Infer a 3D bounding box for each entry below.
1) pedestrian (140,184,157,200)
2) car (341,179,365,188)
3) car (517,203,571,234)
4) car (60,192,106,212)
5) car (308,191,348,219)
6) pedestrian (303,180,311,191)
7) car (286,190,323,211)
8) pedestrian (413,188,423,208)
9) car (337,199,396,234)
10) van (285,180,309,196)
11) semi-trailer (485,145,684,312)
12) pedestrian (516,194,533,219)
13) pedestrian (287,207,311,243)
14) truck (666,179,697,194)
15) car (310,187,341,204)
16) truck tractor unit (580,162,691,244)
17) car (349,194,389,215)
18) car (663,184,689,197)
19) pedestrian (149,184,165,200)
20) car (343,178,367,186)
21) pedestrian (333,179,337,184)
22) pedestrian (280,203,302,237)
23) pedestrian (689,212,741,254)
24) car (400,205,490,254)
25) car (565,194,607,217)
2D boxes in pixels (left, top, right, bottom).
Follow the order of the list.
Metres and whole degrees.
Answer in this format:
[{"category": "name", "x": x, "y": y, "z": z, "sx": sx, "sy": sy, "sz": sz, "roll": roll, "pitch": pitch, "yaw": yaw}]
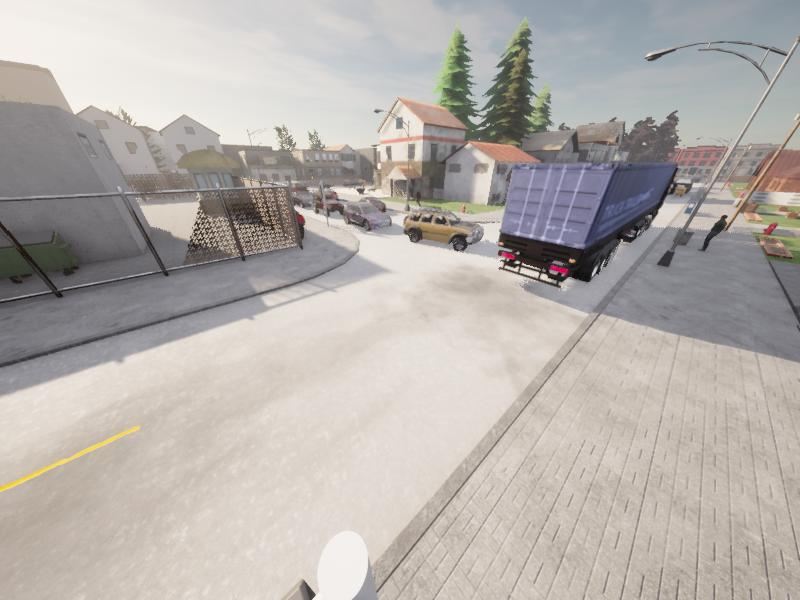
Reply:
[{"category": "pedestrian", "x": -33.871, "y": -14.594, "z": 31.168, "sx": 0.751, "sy": 1.860, "sz": 0.751, "roll": -16, "pitch": 34, "yaw": -25}, {"category": "car", "x": -10.722, "y": -26.686, "z": 52.746, "sx": 4.792, "sy": 1.488, "sz": 2.163, "roll": -23, "pitch": 37, "yaw": -34}, {"category": "car", "x": 10.578, "y": -6.060, "z": 16.973, "sx": 3.633, "sy": 1.501, "sz": 1.845, "roll": -23, "pitch": 37, "yaw": -34}, {"category": "car", "x": -33.330, "y": -10.450, "z": 24.440, "sx": 1.816, "sy": 1.474, "sz": 4.193, "roll": -23, "pitch": 37, "yaw": -34}, {"category": "car", "x": -6.867, "y": -9.105, "z": 21.884, "sx": 1.905, "sy": 1.878, "sz": 3.866, "roll": -23, "pitch": 37, "yaw": -34}, {"category": "pedestrian", "x": -16.645, "y": -20.578, "z": 41.504, "sx": 0.751, "sy": 1.860, "sz": 0.751, "roll": 12, "pitch": 32, "yaw": 20}, {"category": "car", "x": -10.886, "y": -11.340, "z": 26.135, "sx": 2.128, "sy": 1.511, "sz": 4.902, "roll": -23, "pitch": 37, "yaw": -34}, {"category": "pedestrian", "x": 1.943, "y": -10.995, "z": 24.934, "sx": 0.751, "sy": 1.860, "sz": 0.751, "roll": -23, "pitch": 37, "yaw": -34}, {"category": "car", "x": -2.619, "y": -6.464, "z": 17.574, "sx": 2.033, "sy": 1.649, "sz": 4.856, "roll": -23, "pitch": 37, "yaw": -34}, {"category": "van", "x": -16.765, "y": -18.176, "z": 37.504, "sx": 1.775, "sy": 1.987, "sz": 4.442, "roll": -23, "pitch": 37, "yaw": -34}, {"category": "semi-trailer", "x": 9.711, "y": -4.337, "z": 11.099, "sx": 14.254, "sy": 4.402, "sz": 2.717, "roll": -23, "pitch": 37, "yaw": -34}, {"category": "pedestrian", "x": 10.668, "y": -8.063, "z": 19.856, "sx": 0.751, "sy": 1.860, "sz": 0.751, "roll": 11, "pitch": 32, "yaw": 18}, {"category": "pedestrian", "x": -5.832, "y": -4.359, "z": 13.422, "sx": 0.751, "sy": 1.860, "sz": 0.751, "roll": -21, "pitch": 36, "yaw": -32}, {"category": "truck", "x": 49.349, "y": -19.950, "z": 40.461, "sx": 6.274, "sy": 2.098, "sz": 2.390, "roll": -23, "pitch": 37, "yaw": -34}, {"category": "car", "x": -9.857, "y": -13.860, "z": 30.486, "sx": 2.007, "sy": 1.525, "sz": 4.514, "roll": -23, "pitch": 37, "yaw": -34}, {"category": "truck tractor unit", "x": 15.774, "y": -6.795, "z": 15.550, "sx": 6.516, "sy": 4.208, "sz": 3.053, "roll": -23, "pitch": 37, "yaw": -34}, {"category": "car", "x": -3.237, "y": -9.848, "z": 23.694, "sx": 1.994, "sy": 1.385, "sz": 4.181, "roll": -23, "pitch": 37, "yaw": -34}, {"category": "car", "x": 43.629, "y": -17.307, "z": 36.445, "sx": 5.008, "sy": 1.535, "sz": 1.882, "roll": -23, "pitch": 37, "yaw": -34}, {"category": "pedestrian", "x": -32.713, "y": -14.566, "z": 31.120, "sx": 0.751, "sy": 1.860, "sz": 0.751, "roll": -22, "pitch": 37, "yaw": -33}, {"category": "car", "x": -11.035, "y": -29.263, "z": 57.110, "sx": 5.366, "sy": 1.575, "sz": 1.801, "roll": -24, "pitch": 37, "yaw": -35}, {"category": "pedestrian", "x": -16.716, "y": -30.442, "z": 59.375, "sx": 0.500, "sy": 1.100, "sz": 0.500, "roll": -24, "pitch": 38, "yaw": -35}, {"category": "pedestrian", "x": -6.905, "y": -5.068, "z": 14.650, "sx": 0.751, "sy": 1.860, "sz": 0.751, "roll": -21, "pitch": 36, "yaw": -31}, {"category": "pedestrian", "x": 16.017, "y": -3.428, "z": 11.827, "sx": 0.751, "sy": 1.860, "sz": 0.751, "roll": 20, "pitch": 35, "yaw": 30}, {"category": "car", "x": 2.441, "y": -4.256, "z": 13.500, "sx": 4.605, "sy": 1.855, "sz": 1.932, "roll": 19, "pitch": 35, "yaw": 30}, {"category": "car", "x": 18.049, "y": -9.226, "z": 22.378, "sx": 3.988, "sy": 1.617, "sz": 1.851, "roll": -23, "pitch": 37, "yaw": -34}]
